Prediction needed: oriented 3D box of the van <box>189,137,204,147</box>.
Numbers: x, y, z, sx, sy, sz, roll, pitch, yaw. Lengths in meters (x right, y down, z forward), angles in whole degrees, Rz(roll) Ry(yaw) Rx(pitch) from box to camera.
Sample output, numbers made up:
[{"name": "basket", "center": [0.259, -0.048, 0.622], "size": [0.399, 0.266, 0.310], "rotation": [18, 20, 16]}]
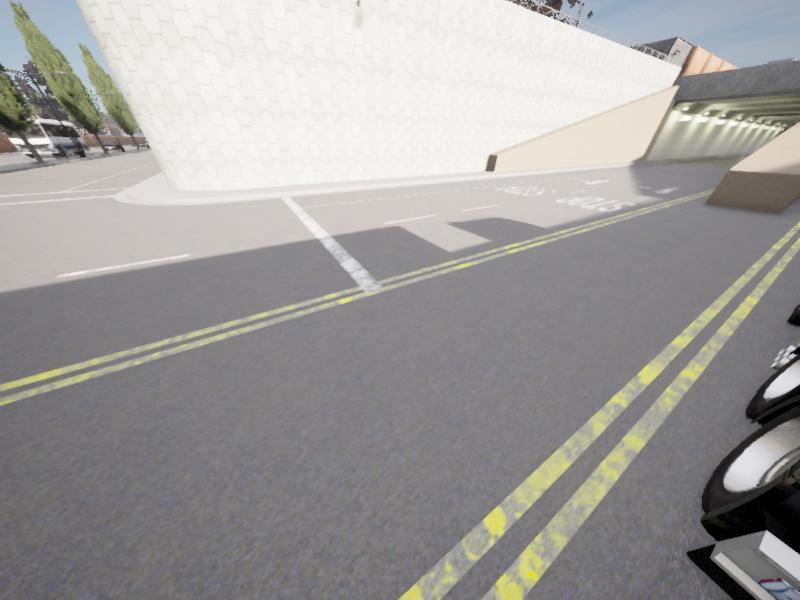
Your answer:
[{"name": "van", "center": [-60.089, -46.659, 68.179], "size": [1.988, 2.561, 5.915], "rotation": [-25, 42, -31]}]

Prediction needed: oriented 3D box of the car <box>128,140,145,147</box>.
[{"name": "car", "center": [-77.734, -46.244, 68.279], "size": [1.882, 1.535, 5.008], "rotation": [-18, 39, -25]}]

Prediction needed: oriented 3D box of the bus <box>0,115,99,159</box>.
[{"name": "bus", "center": [-47.495, -22.014, 31.490], "size": [3.944, 4.253, 10.273], "rotation": [-18, 38, -25]}]

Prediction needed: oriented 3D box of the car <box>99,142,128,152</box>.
[{"name": "car", "center": [-58.440, -31.349, 47.249], "size": [2.128, 1.511, 4.902], "rotation": [-18, 39, -25]}]

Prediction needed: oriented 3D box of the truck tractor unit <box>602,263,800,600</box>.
[{"name": "truck tractor unit", "center": [5.113, -0.298, 0.790], "size": [6.516, 4.208, 3.053], "rotation": [-18, 39, -24]}]
